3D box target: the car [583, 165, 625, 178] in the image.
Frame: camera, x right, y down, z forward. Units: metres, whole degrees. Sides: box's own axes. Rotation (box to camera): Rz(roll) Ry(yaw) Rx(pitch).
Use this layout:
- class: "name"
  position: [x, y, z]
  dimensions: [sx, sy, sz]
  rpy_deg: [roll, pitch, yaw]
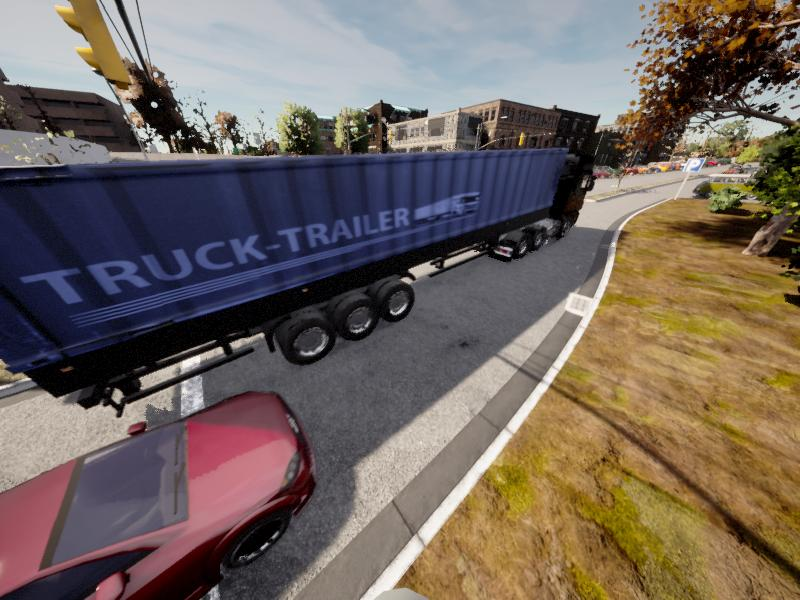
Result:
- class: "car"
  position: [39.365, -24.796, 44.732]
  dimensions: [5.566, 2.045, 2.435]
  rpy_deg: [20, 37, 33]

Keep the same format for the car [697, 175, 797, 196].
- class: "car"
  position: [35.730, -12.037, 24.127]
  dimensions: [5.366, 1.575, 1.946]
  rpy_deg: [21, 37, 31]

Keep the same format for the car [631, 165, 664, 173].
- class: "car"
  position: [57.558, -30.497, 53.847]
  dimensions: [5.008, 1.535, 2.097]
  rpy_deg: [22, 37, 35]

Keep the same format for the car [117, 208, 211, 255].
- class: "car"
  position: [-13.789, -4.164, 13.541]
  dimensions: [4.553, 1.767, 2.185]
  rpy_deg: [15, 35, 27]

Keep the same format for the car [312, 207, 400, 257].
- class: "car"
  position: [-2.202, -3.803, 12.480]
  dimensions: [4.193, 1.474, 1.816]
  rpy_deg: [-23, 38, -31]

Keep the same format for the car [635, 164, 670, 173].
- class: "car"
  position: [60.044, -31.365, 55.174]
  dimensions: [5.366, 1.575, 1.946]
  rpy_deg: [22, 38, 35]

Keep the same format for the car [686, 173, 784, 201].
- class: "car"
  position: [30.571, -10.506, 21.390]
  dimensions: [4.442, 1.987, 1.878]
  rpy_deg: [20, 38, 31]

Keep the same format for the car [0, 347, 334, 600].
- class: "car"
  position: [-3.186, 2.486, 2.427]
  dimensions: [4.181, 1.385, 1.994]
  rpy_deg: [-24, 38, -33]

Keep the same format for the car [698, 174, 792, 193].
- class: "car"
  position: [37.900, -13.039, 25.682]
  dimensions: [5.366, 1.575, 1.946]
  rpy_deg: [21, 38, 31]

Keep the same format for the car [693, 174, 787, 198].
- class: "car"
  position: [33.092, -11.306, 22.797]
  dimensions: [4.553, 1.767, 2.185]
  rpy_deg: [20, 37, 31]

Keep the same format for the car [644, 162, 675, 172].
- class: "car"
  position: [62.903, -32.281, 56.119]
  dimensions: [4.442, 1.987, 1.878]
  rpy_deg: [22, 38, 35]

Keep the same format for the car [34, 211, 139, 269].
- class: "car"
  position: [-16.054, -3.211, 11.856]
  dimensions: [4.442, 1.987, 1.878]
  rpy_deg: [15, 34, 27]

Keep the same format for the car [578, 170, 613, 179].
- class: "car"
  position: [36.781, -23.674, 43.552]
  dimensions: [4.674, 1.452, 2.002]
  rpy_deg: [20, 37, 33]

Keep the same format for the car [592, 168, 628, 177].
- class: "car"
  position: [41.921, -25.455, 46.197]
  dimensions: [5.008, 1.535, 2.097]
  rpy_deg: [20, 37, 33]

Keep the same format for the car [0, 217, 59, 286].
- class: "car"
  position: [-18.453, -2.226, 10.271]
  dimensions: [5.566, 2.045, 2.435]
  rpy_deg: [15, 34, 27]

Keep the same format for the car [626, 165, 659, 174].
- class: "car"
  position: [54.944, -29.664, 52.587]
  dimensions: [4.892, 1.521, 2.231]
  rpy_deg: [22, 38, 35]

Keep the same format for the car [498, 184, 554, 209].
- class: "car"
  position: [11.580, -9.585, 21.193]
  dimensions: [4.792, 1.488, 2.163]
  rpy_deg: [-21, 37, -30]

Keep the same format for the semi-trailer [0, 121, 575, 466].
- class: "semi-trailer"
  position: [0.215, -2.237, 7.094]
  dimensions: [14.254, 4.402, 2.717]
  rpy_deg: [-24, 38, -31]

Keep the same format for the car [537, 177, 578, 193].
- class: "car"
  position: [20.044, -14.679, 29.418]
  dimensions: [5.357, 1.411, 2.033]
  rpy_deg: [-21, 36, -29]

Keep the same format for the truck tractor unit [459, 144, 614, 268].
- class: "truck tractor unit"
  position: [6.429, -4.890, 11.189]
  dimensions: [6.516, 4.208, 3.053]
  rpy_deg: [-24, 39, -30]

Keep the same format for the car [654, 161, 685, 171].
- class: "car"
  position: [68.170, -33.897, 58.556]
  dimensions: [4.442, 1.987, 1.878]
  rpy_deg: [22, 38, 35]

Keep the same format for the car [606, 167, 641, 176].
- class: "car"
  position: [47.102, -27.159, 48.787]
  dimensions: [5.008, 1.535, 2.097]
  rpy_deg: [21, 38, 34]

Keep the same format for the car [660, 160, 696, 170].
- class: "car"
  position: [73.317, -35.569, 61.045]
  dimensions: [5.566, 2.045, 2.435]
  rpy_deg: [22, 38, 36]
